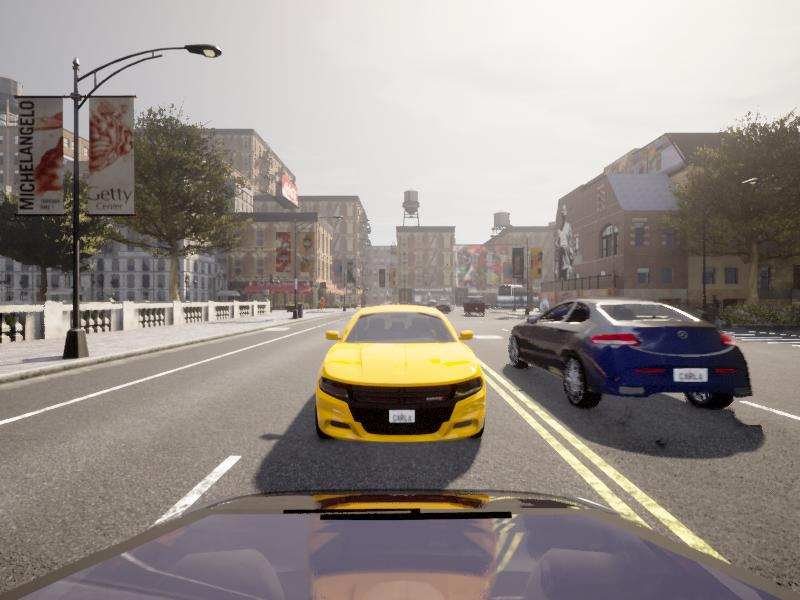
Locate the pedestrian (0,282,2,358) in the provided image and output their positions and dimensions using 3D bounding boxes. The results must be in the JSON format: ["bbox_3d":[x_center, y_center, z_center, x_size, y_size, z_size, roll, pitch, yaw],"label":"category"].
[{"bbox_3d":[-10.131,0.485,9.437,0.751,1.860,0.751,0,0,0],"label":"pedestrian"}]

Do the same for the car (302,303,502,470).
[{"bbox_3d":[-0.014,0.823,6.265,1.882,1.535,5.008,0,0,-1],"label":"car"}]

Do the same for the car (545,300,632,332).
[{"bbox_3d":[10.206,0.788,21.762,3.988,1.617,1.851,0,0,37],"label":"car"}]

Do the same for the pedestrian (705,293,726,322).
[{"bbox_3d":[20.792,0.485,26.375,0.751,1.860,0.751,0,0,0],"label":"pedestrian"}]

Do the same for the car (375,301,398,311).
[{"bbox_3d":[-1.999,0.864,61.206,2.002,1.452,4.674,0,0,20],"label":"car"}]

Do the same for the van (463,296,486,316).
[{"bbox_3d":[7.833,0.599,42.466,1.775,1.987,4.442,0,0,3],"label":"van"}]

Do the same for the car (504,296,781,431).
[{"bbox_3d":[3.621,0.780,7.422,2.152,1.651,5.027,0,0,1],"label":"car"}]

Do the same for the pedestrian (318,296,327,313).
[{"bbox_3d":[-8.652,0.485,44.635,0.751,1.860,0.751,0,0,9],"label":"pedestrian"}]

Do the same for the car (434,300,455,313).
[{"bbox_3d":[5.878,0.826,52.300,2.038,1.542,4.974,0,0,13],"label":"car"}]

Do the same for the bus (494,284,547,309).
[{"bbox_3d":[22.005,-0.538,72.634,10.273,4.253,3.944,0,0,-38],"label":"bus"}]
